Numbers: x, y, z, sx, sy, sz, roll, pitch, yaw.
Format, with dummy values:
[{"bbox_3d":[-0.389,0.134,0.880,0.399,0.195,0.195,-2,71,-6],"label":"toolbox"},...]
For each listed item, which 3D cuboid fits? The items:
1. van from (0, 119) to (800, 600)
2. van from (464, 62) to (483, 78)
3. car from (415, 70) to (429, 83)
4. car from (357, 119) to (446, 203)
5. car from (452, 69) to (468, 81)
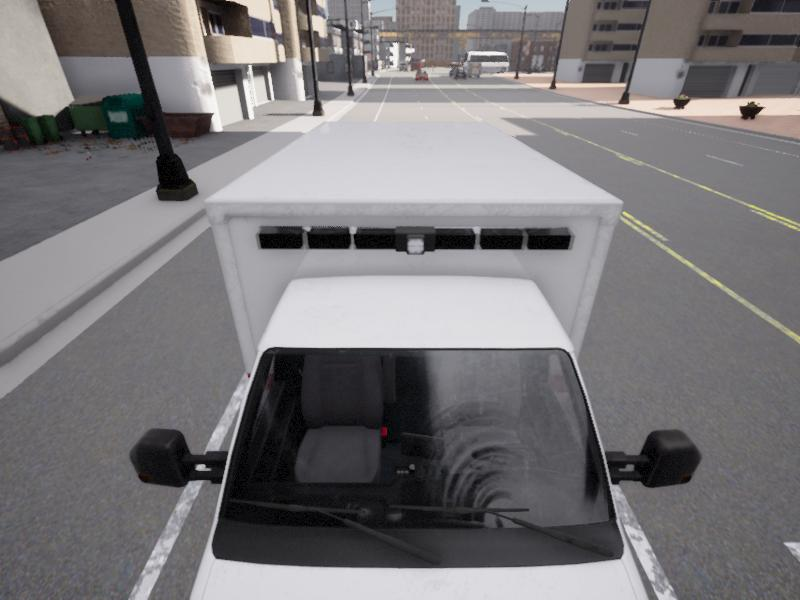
[{"bbox_3d":[0.070,0.021,3.615,2.351,2.431,6.366,0,30,0],"label":"van"},{"bbox_3d":[14.208,-44.794,77.834,2.351,2.431,6.366,0,32,0],"label":"van"},{"bbox_3d":[3.681,-37.804,67.508,2.242,1.667,4.611,0,32,0],"label":"car"},{"bbox_3d":[0.045,-4.391,12.116,2.128,1.511,4.902,0,30,0],"label":"car"},{"bbox_3d":[10.690,-40.222,71.441,2.128,1.511,4.902,0,32,0],"label":"car"}]
